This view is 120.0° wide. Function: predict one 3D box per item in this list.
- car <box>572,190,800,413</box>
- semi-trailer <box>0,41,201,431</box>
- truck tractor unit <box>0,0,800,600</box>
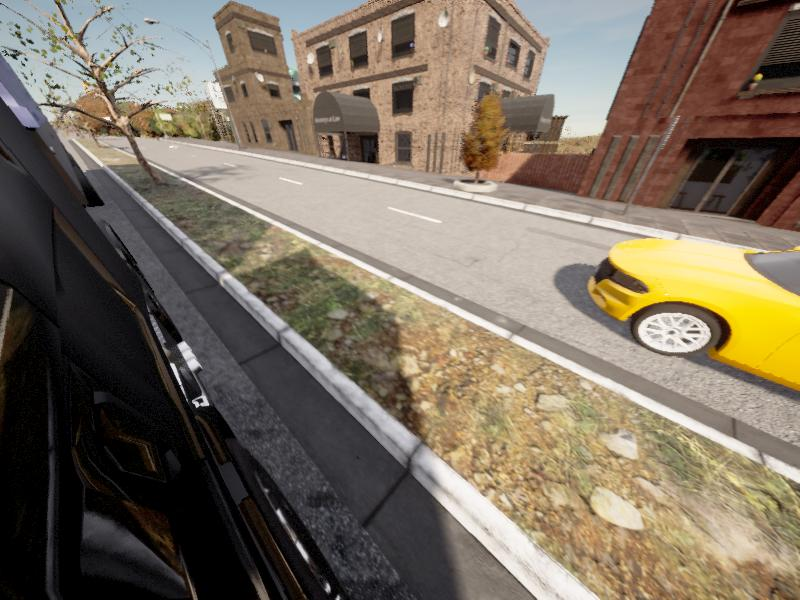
[{"bbox_3d":[5.074,0.315,2.265,5.008,1.535,1.882,28,44,30],"label":"car"},{"bbox_3d":[-8.701,-3.583,4.255,14.254,4.402,2.717,28,43,30],"label":"semi-trailer"},{"bbox_3d":[-2.645,-0.295,0.351,6.516,4.208,3.053,28,44,30],"label":"truck tractor unit"}]
